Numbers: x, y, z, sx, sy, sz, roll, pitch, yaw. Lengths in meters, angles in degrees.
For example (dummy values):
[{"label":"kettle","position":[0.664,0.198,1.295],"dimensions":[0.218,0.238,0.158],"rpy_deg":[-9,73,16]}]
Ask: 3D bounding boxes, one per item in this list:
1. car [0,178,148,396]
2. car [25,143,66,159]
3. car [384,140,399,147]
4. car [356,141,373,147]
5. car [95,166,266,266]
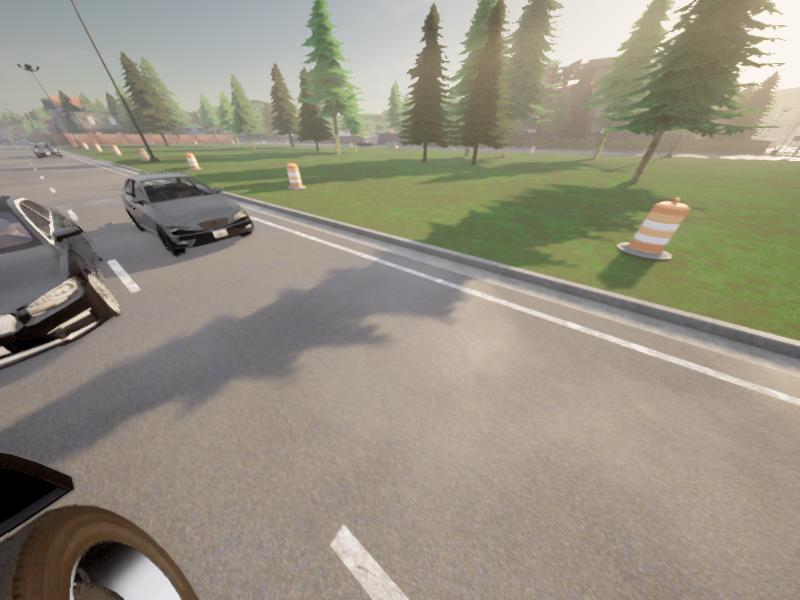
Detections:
[{"label":"car","position":[-6.030,-0.573,3.365],"dimensions":[4.902,1.511,2.128],"rpy_deg":[26,43,32]},{"label":"car","position":[-42.060,-17.696,27.410],"dimensions":[3.806,1.475,1.970],"rpy_deg":[23,41,28]},{"label":"car","position":[-2.366,-42.381,62.576],"dimensions":[3.633,1.501,1.845],"rpy_deg":[23,41,29]},{"label":"car","position":[-9.757,-42.899,63.486],"dimensions":[4.718,1.301,1.895],"rpy_deg":[23,41,29]},{"label":"car","position":[-5.766,-2.462,6.075],"dimensions":[4.193,1.474,1.816],"rpy_deg":[23,41,28]}]
